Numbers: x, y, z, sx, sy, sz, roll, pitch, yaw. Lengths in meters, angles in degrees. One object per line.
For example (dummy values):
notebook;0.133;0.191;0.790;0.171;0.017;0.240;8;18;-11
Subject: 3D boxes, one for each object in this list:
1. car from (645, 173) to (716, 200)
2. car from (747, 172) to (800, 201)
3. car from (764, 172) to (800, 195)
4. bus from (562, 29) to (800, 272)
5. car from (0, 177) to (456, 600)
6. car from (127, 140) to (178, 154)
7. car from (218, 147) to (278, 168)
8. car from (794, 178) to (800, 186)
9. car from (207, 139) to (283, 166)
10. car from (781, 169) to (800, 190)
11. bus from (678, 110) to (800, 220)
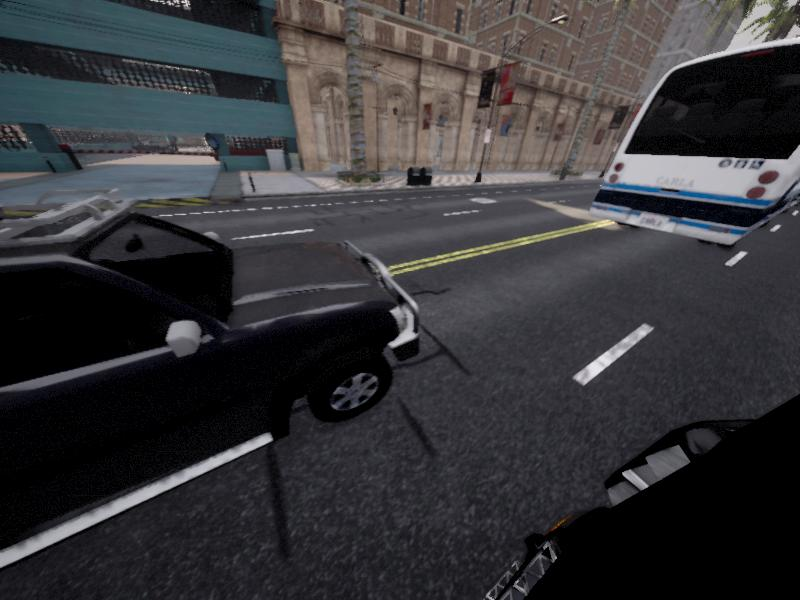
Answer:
car;20.039;-8.195;16.523;4.181;1.385;1.994;-16;38;-26
car;30.830;-9.216;18.565;5.027;1.651;2.152;-16;38;-26
car;37.901;-11.253;22.132;5.027;1.651;2.152;-16;37;-25
bus;11.312;-4.690;7.994;10.273;4.253;3.944;-16;38;-26
car;-2.143;0.274;1.712;4.605;1.855;1.932;-16;38;-26
car;-38.269;-23.757;35.901;4.902;1.511;2.128;-16;38;-26
car;-14.784;-13.987;22.725;4.514;1.523;2.007;-16;38;-26
car;54.076;-15.763;30.181;4.892;1.490;1.837;-16;38;-26
car;-14.820;-14.300;22.484;5.566;2.045;2.435;-16;38;-26
car;44.952;-13.336;25.538;4.605;1.855;1.932;-16;38;-25
bus;22.210;-7.864;13.542;10.273;4.253;3.944;-16;38;-26
